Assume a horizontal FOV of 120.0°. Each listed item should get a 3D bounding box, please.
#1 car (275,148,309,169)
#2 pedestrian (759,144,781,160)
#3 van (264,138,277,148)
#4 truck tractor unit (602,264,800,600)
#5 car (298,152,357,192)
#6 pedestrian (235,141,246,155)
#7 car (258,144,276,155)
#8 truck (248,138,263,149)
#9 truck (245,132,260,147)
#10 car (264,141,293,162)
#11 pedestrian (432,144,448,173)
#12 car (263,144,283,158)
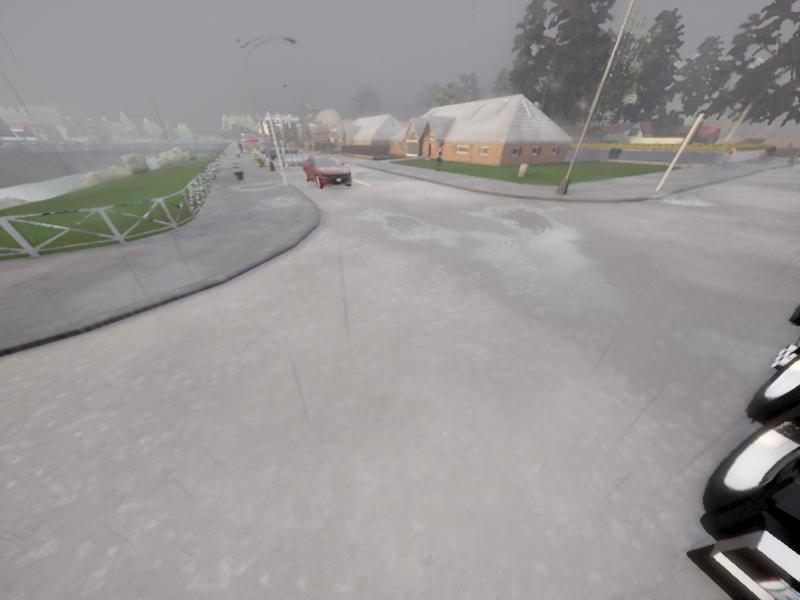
[{"bbox_3d":[-10.577,-13.879,22.527,2.007,1.525,4.514,-18,39,-24],"label":"car"},{"bbox_3d":[52.847,-21.138,32.985,0.751,1.860,0.751,-16,38,-22],"label":"pedestrian"},{"bbox_3d":[-38.056,-46.131,67.848,2.351,2.431,6.366,-18,39,-24],"label":"van"},{"bbox_3d":[5.108,-0.303,0.786,6.516,4.208,3.053,-18,39,-24],"label":"truck tractor unit"},{"bbox_3d":[-4.456,-7.807,13.843,1.882,1.535,5.008,-18,39,-24],"label":"car"},{"bbox_3d":[-25.683,-24.579,37.257,0.751,1.860,0.751,24,41,30],"label":"pedestrian"},{"bbox_3d":[-23.931,-27.146,41.482,2.038,1.542,4.974,-18,38,-24],"label":"car"},{"bbox_3d":[-40.815,-44.315,65.181,2.627,2.467,5.204,-18,39,-24],"label":"truck"},{"bbox_3d":[-48.308,-52.315,75.425,2.891,3.827,8.468,-18,39,-24],"label":"truck"},{"bbox_3d":[-15.533,-19.016,29.412,2.150,2.045,5.566,-18,39,-24],"label":"car"},{"bbox_3d":[3.098,-11.102,18.139,0.751,1.860,0.751,-19,39,-26],"label":"pedestrian"},{"bbox_3d":[-19.065,-22.345,34.550,1.851,1.617,3.988,-18,39,-24],"label":"car"}]
